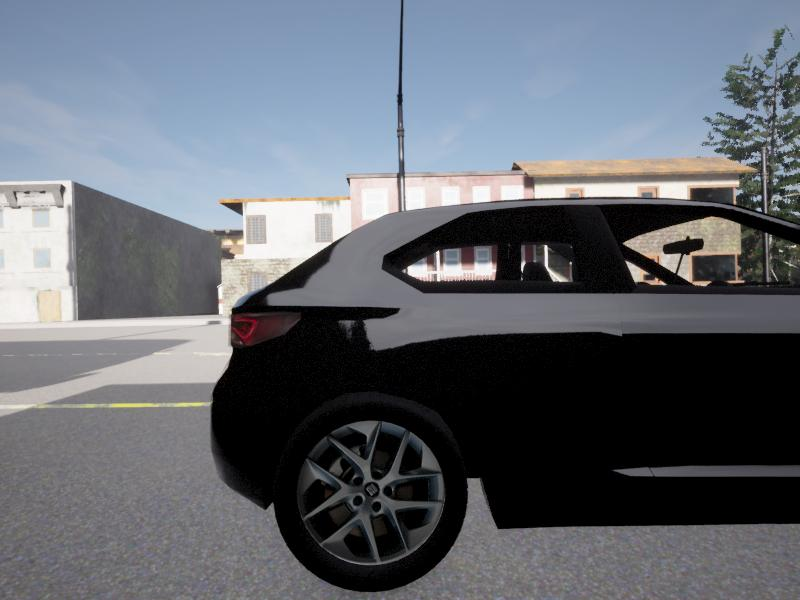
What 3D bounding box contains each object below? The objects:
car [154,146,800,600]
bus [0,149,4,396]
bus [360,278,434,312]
[{"bbox_3d":[1.305,0.254,2.205,4.193,1.474,1.816,0,0,-1],"label":"car"},{"bbox_3d":[-9.263,-1.052,2.095,10.273,4.253,3.944,-1,0,-1],"label":"bus"},{"bbox_3d":[-0.602,-0.527,54.478,3.944,4.253,10.273,-2,0,-44],"label":"bus"}]
